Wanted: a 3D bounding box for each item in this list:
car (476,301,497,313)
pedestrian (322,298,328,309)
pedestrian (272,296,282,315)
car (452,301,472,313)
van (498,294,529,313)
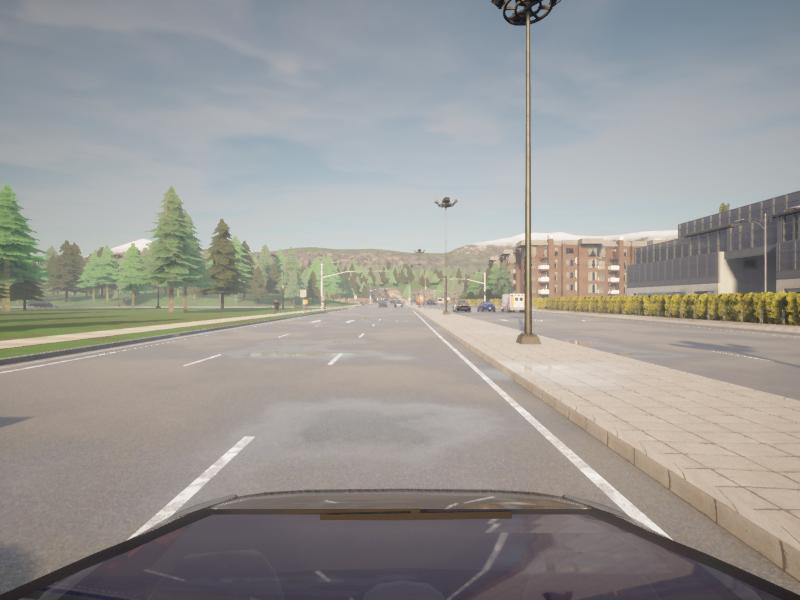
[{"bbox_3d":[11.755,0.918,54.568,1.812,1.442,4.674,0,0,0],"label":"car"},{"bbox_3d":[-11.858,0.541,63.478,0.751,1.860,0.751,0,0,2],"label":"pedestrian"},{"bbox_3d":[-12.416,0.521,40.292,0.751,1.860,0.751,0,0,2],"label":"pedestrian"},{"bbox_3d":[8.250,0.874,53.841,2.038,1.542,4.974,0,0,1],"label":"car"},{"bbox_3d":[15.255,0.426,54.148,2.351,2.431,6.366,0,0,0],"label":"van"}]
